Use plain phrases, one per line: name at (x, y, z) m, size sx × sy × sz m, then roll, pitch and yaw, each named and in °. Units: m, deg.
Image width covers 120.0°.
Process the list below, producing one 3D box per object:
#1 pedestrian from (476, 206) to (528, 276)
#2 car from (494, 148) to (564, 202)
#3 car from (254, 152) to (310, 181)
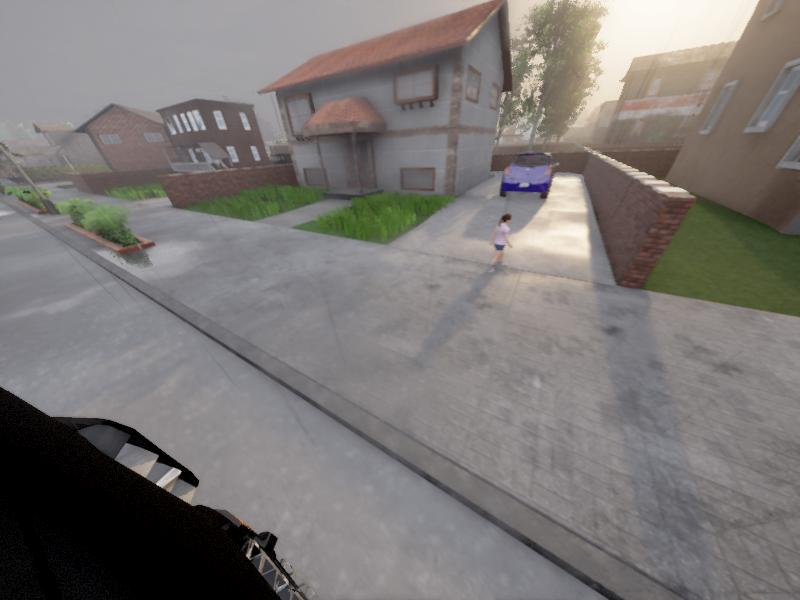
pedestrian at (1.814, -1.068, 4.220) m, size 0.500 × 1.100 × 0.500 m, roll -7°, pitch 34°, yaw -6°
car at (5.327, -5.200, 9.409) m, size 1.845 × 1.501 × 3.633 m, roll 16°, pitch 38°, yaw 26°
car at (-9.840, -11.195, 19.317) m, size 3.866 × 1.878 × 1.905 m, roll 16°, pitch 38°, yaw 26°
